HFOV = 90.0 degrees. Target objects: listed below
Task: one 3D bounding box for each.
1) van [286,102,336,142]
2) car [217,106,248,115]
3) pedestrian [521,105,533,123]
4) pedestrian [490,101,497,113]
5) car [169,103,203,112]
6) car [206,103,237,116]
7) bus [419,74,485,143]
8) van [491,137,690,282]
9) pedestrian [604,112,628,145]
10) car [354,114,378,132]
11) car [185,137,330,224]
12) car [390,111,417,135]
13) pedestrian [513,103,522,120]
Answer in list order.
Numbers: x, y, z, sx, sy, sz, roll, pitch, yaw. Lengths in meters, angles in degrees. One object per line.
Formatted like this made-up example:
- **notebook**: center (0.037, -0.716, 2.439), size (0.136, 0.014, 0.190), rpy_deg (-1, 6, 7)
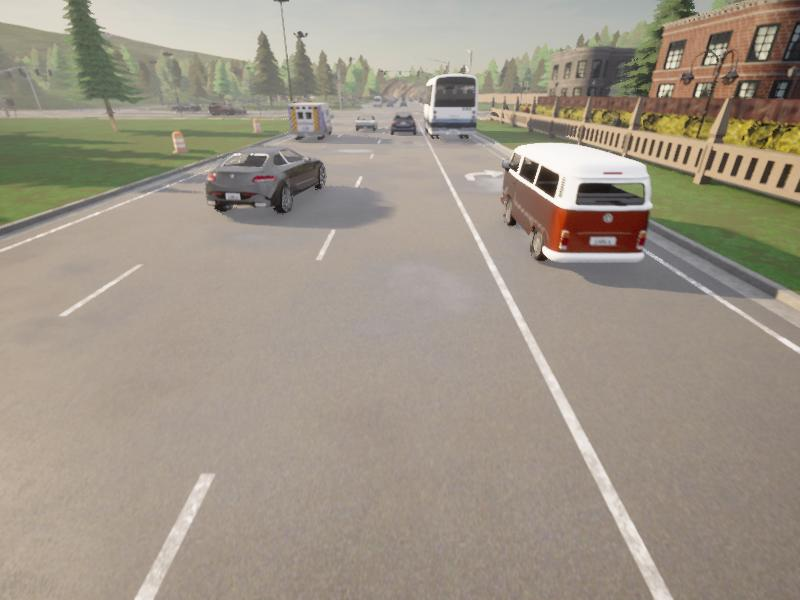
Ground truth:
- **van**: center (-6.716, -13.912, 31.043), size (2.351, 2.431, 6.366), rpy_deg (0, 27, 0)
- **car**: center (-27.801, -31.569, 66.571), size (4.181, 1.385, 1.994), rpy_deg (1, 27, 1)
- **pedestrian**: center (13.995, -20.500, 44.101), size (0.751, 1.860, 0.751), rpy_deg (0, 27, 1)
- **pedestrian**: center (15.928, -32.897, 68.231), size (0.751, 1.860, 0.751), rpy_deg (-8, 28, -14)
- **car**: center (-41.101, -37.057, 76.955), size (5.238, 1.638, 1.930), rpy_deg (0, 27, 1)
- **car**: center (-28.224, -30.204, 63.343), size (3.866, 1.878, 1.905), rpy_deg (0, 27, 1)
- **bus**: center (3.673, -15.376, 31.901), size (3.944, 4.253, 10.273), rpy_deg (0, 27, 0)
- **van**: center (3.585, -2.270, 8.814), size (2.069, 2.038, 4.480), rpy_deg (0, 28, 0)
- **pedestrian**: center (13.689, -10.885, 25.385), size (0.751, 1.860, 0.751), rpy_deg (0, 27, 1)
- **car**: center (-3.155, -16.987, 38.268), size (1.895, 1.301, 4.718), rpy_deg (0, 27, 0)
- **car**: center (-4.016, -3.962, 12.557), size (2.152, 1.651, 5.027), rpy_deg (4, 27, 7)
- **car**: center (0.318, -15.753, 35.454), size (2.242, 1.667, 4.611), rpy_deg (0, 27, 0)
- **pedestrian**: center (15.009, -24.116, 51.140), size (0.751, 1.860, 0.751), rpy_deg (-2, 27, -3)
